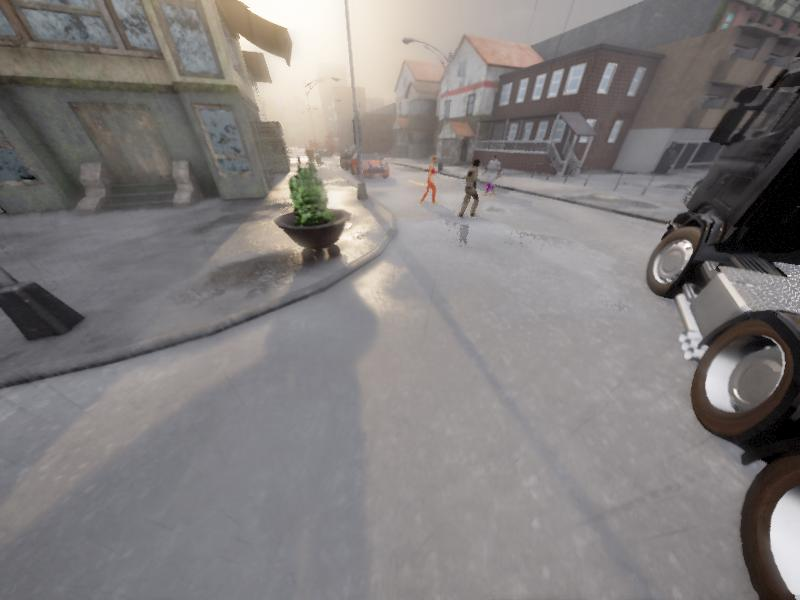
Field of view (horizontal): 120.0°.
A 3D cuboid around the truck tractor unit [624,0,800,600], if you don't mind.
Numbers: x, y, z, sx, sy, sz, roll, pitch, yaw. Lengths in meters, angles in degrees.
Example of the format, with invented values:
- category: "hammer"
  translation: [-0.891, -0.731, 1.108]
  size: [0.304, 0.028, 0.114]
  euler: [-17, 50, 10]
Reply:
- category: "truck tractor unit"
  translation: [4.573, -0.635, 1.291]
  size: [3.053, 4.208, 6.516]
  euler: [22, 40, 29]

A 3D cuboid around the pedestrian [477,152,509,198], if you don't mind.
- category: "pedestrian"
  translation: [4.412, -5.994, 11.085]
  size: [0.751, 1.860, 0.751]
  euler: [-21, 40, -28]

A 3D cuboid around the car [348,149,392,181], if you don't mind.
- category: "car"
  translation: [-2.401, -10.386, 17.565]
  size: [2.097, 1.767, 4.553]
  euler: [-12, 36, -17]

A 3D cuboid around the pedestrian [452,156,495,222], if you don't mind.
- category: "pedestrian"
  translation: [2.411, -3.709, 7.768]
  size: [0.751, 1.860, 0.751]
  euler: [-14, 37, -19]

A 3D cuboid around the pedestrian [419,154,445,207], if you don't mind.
- category: "pedestrian"
  translation: [1.274, -4.874, 9.456]
  size: [0.751, 1.860, 0.751]
  euler: [-3, 35, -5]

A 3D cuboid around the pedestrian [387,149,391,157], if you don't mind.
- category: "pedestrian"
  translation: [-1.759, -23.845, 37.512]
  size: [0.500, 1.100, 0.500]
  euler: [-18, 38, -24]

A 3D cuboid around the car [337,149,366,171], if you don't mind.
- category: "car"
  translation: [-4.772, -13.789, 22.674]
  size: [1.851, 1.617, 3.988]
  euler: [-12, 36, -17]
